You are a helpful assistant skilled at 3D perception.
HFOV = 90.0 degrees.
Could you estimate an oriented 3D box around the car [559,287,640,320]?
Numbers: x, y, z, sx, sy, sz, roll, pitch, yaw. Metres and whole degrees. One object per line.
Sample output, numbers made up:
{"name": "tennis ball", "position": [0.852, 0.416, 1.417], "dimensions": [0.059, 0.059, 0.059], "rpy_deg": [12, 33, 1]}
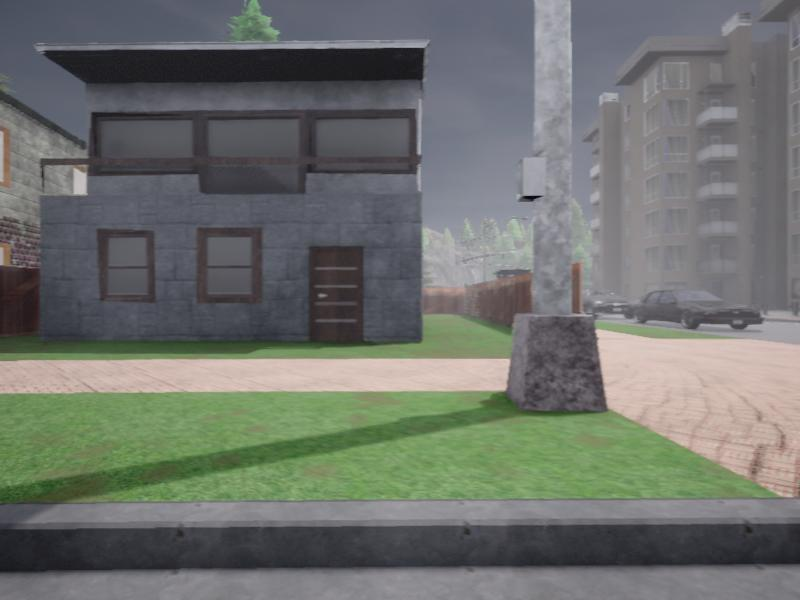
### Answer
{"name": "car", "position": [10.901, 0.176, 22.365], "dimensions": [2.152, 1.651, 5.027], "rpy_deg": [0, 0, 2]}

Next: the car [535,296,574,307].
{"name": "car", "position": [22.240, 0.192, 57.667], "dimensions": [4.974, 1.542, 2.038], "rpy_deg": [1, 1, -8]}

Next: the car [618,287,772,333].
{"name": "car", "position": [10.616, 0.299, 15.101], "dimensions": [2.033, 1.411, 5.357], "rpy_deg": [0, 0, 2]}

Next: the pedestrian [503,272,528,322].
{"name": "pedestrian", "position": [4.393, -0.114, 15.210], "dimensions": [0.751, 1.860, 0.751], "rpy_deg": [0, 0, 2]}
